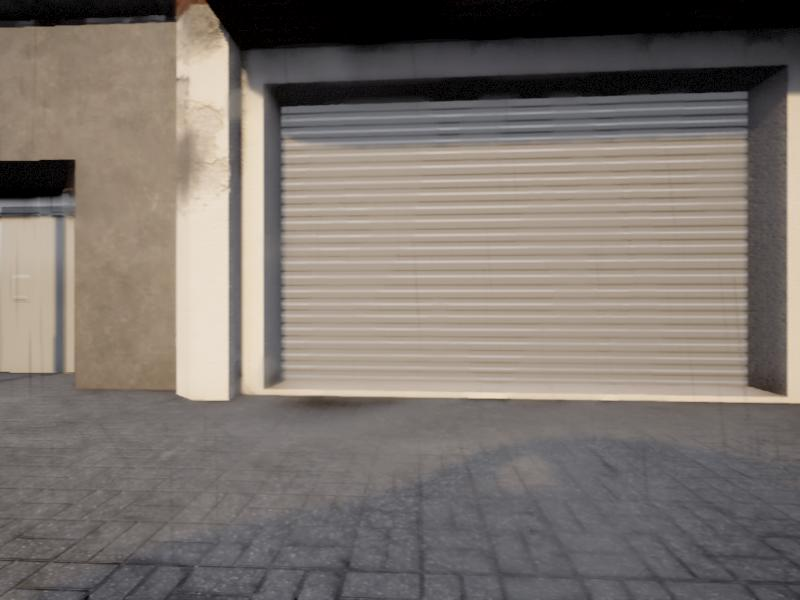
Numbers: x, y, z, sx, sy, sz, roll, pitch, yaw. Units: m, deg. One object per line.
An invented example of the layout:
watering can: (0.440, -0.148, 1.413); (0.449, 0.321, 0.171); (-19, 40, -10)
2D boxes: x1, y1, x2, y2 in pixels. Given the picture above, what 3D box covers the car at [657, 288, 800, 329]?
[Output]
car: (13.188, 0.299, 16.394); (2.033, 1.411, 5.357); (0, 0, 3)
